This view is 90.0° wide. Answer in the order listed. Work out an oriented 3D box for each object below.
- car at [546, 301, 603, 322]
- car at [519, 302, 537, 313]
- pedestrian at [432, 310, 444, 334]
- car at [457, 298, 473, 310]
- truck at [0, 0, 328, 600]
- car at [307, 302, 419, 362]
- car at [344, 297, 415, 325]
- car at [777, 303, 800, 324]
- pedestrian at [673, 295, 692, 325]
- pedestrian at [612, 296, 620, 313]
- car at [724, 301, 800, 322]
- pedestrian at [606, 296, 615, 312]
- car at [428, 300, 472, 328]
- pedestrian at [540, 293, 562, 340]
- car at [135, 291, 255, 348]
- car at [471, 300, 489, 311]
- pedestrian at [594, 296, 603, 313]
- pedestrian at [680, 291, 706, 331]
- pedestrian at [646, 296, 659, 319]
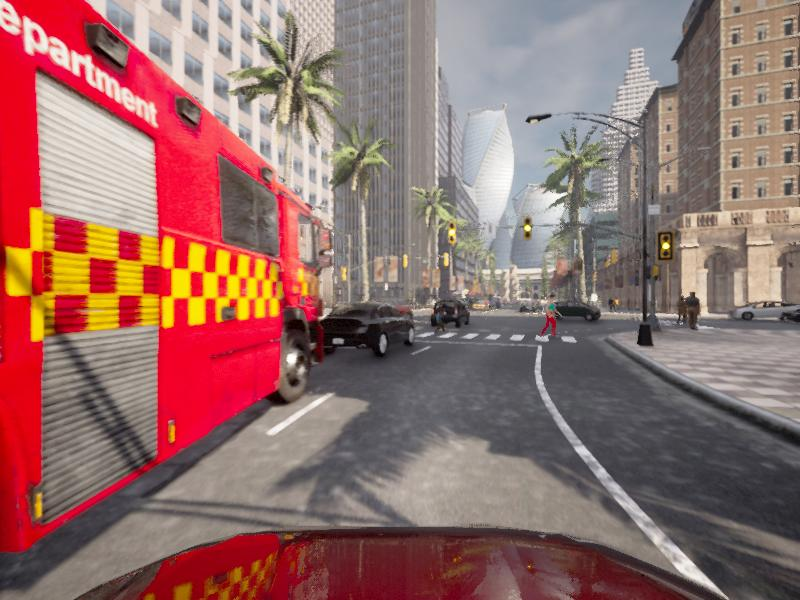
[{"bbox_3d":[13.328,0.816,30.662,3.705,1.549,1.789,0,0,38],"label":"car"},{"bbox_3d":[16.511,0.905,51.444,1.994,1.385,4.181,0,0,20],"label":"car"},{"bbox_3d":[1.756,1.014,18.481,0.500,1.100,0.500,0,0,11],"label":"pedestrian"},{"bbox_3d":[10.976,0.641,67.067,1.905,1.878,3.866,0,0,20],"label":"car"},{"bbox_3d":[-3.097,-0.324,3.755,2.891,3.827,8.468,0,0,3],"label":"truck"},{"bbox_3d":[-0.901,0.841,12.839,1.837,1.490,4.892,0,0,18],"label":"car"},{"bbox_3d":[-1.336,0.686,27.622,4.553,1.767,2.097,0,0,-40],"label":"car"},{"bbox_3d":[29.531,0.907,27.186,5.357,1.411,2.033,0,0,20],"label":"car"},{"bbox_3d":[18.030,0.643,25.579,0.751,1.860,0.751,0,0,10],"label":"pedestrian"},{"bbox_3d":[24.598,0.490,45.532,0.751,1.860,0.751,0,0,19],"label":"pedestrian"},{"bbox_3d":[28.471,0.839,31.247,4.514,1.525,2.007,0,0,20],"label":"car"},{"bbox_3d":[25.234,0.489,47.891,0.751,1.860,0.751,0,0,10],"label":"pedestrian"},{"bbox_3d":[3.162,0.784,24.716,1.851,1.617,3.988,0,0,20],"label":"car"},{"bbox_3d":[6.156,0.637,16.290,0.751,1.860,0.751,0,0,25],"label":"pedestrian"},{"bbox_3d":[-7.616,0.637,15.313,1.905,1.878,3.866,0,0,19],"label":"car"},{"bbox_3d":[11.826,0.794,59.097,1.801,1.575,5.366,0,0,20],"label":"car"},{"bbox_3d":[21.609,0.488,43.515,0.751,1.860,0.751,0,0,40],"label":"pedestrian"},{"bbox_3d":[13.979,0.489,19.077,0.751,1.860,0.751,0,0,-26],"label":"pedestrian"},{"bbox_3d":[20.728,0.642,32.830,0.751,1.860,0.751,0,0,17],"label":"pedestrian"}]
